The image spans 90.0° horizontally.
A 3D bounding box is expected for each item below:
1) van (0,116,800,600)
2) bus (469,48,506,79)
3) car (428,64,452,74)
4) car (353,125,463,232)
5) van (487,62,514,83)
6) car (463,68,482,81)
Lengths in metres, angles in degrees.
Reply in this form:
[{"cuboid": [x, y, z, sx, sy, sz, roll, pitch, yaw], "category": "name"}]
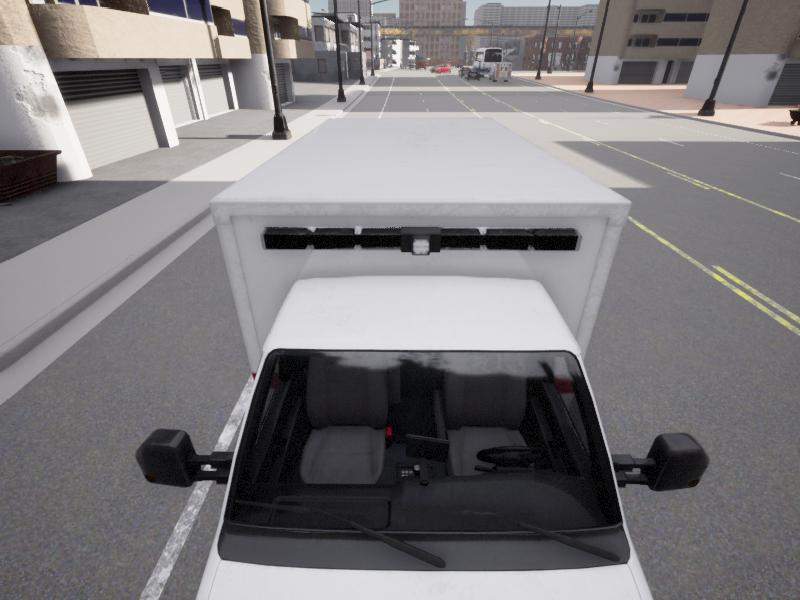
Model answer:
[{"cuboid": [0.112, 0.011, 3.604, 2.351, 2.431, 6.366, 0, 30, 0], "category": "van"}, {"cuboid": [14.678, -40.328, 67.956, 3.944, 4.253, 10.273, 0, 32, 0], "category": "bus"}, {"cuboid": [8.293, -47.803, 82.697, 4.611, 1.667, 2.242, -22, 37, -31], "category": "car"}, {"cuboid": [0.183, -3.330, 10.226, 2.128, 1.511, 4.902, 0, 30, 0], "category": "car"}, {"cuboid": [14.702, -33.726, 59.163, 2.351, 2.431, 6.366, 0, 32, 0], "category": "van"}, {"cuboid": [11.229, -35.003, 62.116, 2.128, 1.511, 4.902, 0, 32, 0], "category": "car"}]
